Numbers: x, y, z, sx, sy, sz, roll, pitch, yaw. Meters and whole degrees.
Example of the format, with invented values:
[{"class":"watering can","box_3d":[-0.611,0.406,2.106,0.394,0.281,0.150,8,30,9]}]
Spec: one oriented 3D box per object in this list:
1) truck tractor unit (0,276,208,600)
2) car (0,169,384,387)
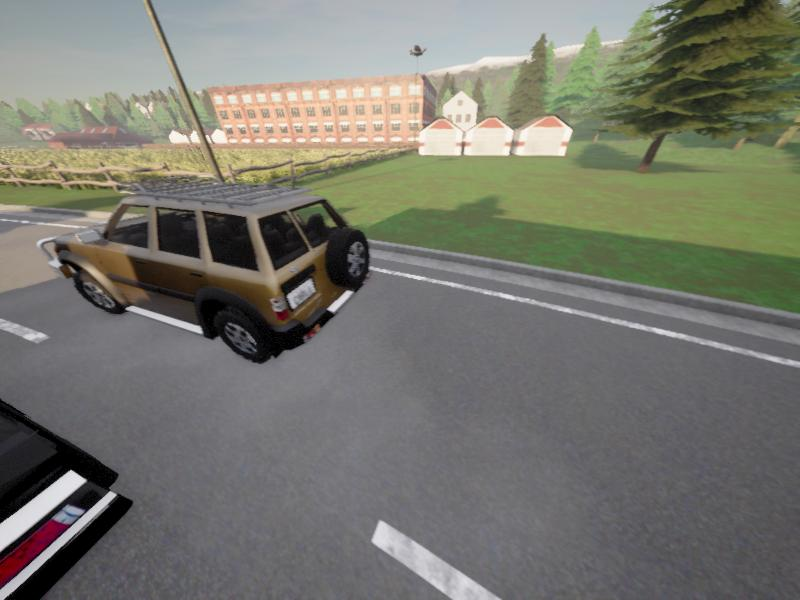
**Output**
[{"class":"truck tractor unit","box_3d":[-5.267,-0.103,0.524,6.516,4.208,3.053,11,36,16]},{"class":"car","box_3d":[-2.772,-0.742,3.429,4.605,1.855,1.932,11,35,16]}]
